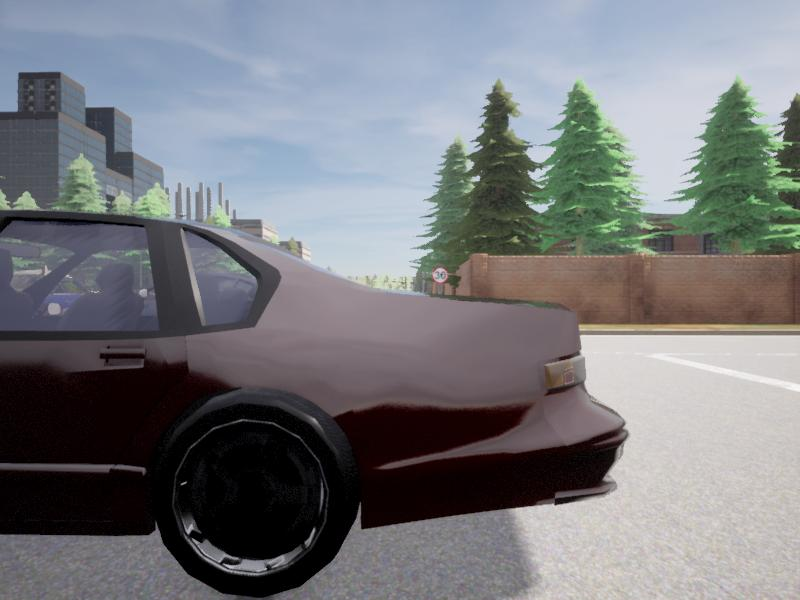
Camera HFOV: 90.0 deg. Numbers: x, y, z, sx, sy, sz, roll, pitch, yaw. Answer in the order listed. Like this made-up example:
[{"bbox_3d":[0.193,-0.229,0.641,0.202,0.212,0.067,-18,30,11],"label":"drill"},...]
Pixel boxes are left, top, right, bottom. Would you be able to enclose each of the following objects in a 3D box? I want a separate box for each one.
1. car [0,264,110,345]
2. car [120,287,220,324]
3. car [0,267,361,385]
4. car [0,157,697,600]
[{"bbox_3d":[-10.011,0.093,10.332,2.097,1.767,4.553,0,0,-6],"label":"car"},{"bbox_3d":[-10.389,0.228,18.544,2.007,1.525,4.514,0,0,1],"label":"car"},{"bbox_3d":[-2.765,0.307,5.755,4.181,1.385,1.994,0,0,2],"label":"car"},{"bbox_3d":[-1.798,0.295,2.232,5.357,1.411,2.033,0,0,1],"label":"car"}]
